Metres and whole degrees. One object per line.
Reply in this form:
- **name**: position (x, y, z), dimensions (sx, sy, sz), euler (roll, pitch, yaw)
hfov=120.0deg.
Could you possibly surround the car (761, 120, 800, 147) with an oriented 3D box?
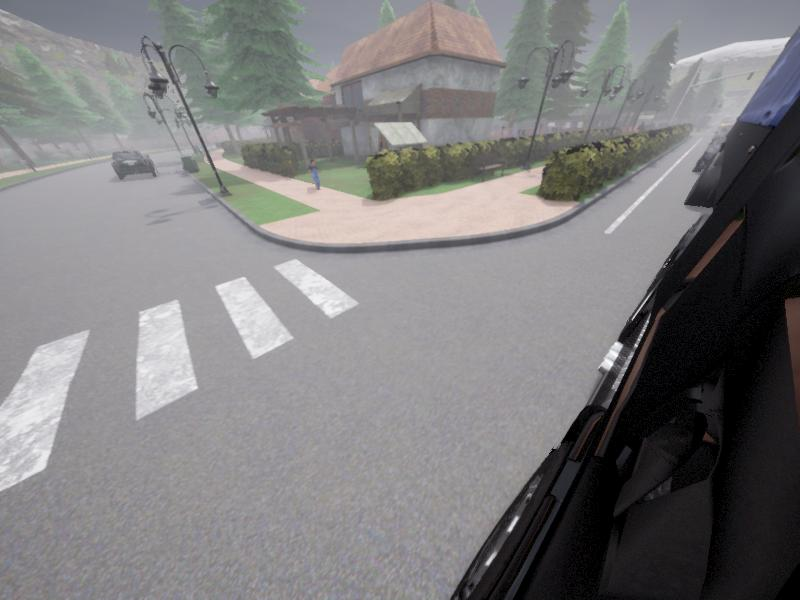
- **car**: position (32.974, -13.969, 19.326), dimensions (4.611, 1.667, 2.242), euler (-29, 44, -32)

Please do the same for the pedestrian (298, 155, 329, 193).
- **pedestrian**: position (-3.774, -5.542, 10.156), dimensions (0.751, 1.300, 0.751), euler (-31, 45, -33)

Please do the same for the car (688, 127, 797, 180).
- **car**: position (15.957, -7.114, 10.998), dimensions (4.856, 1.649, 2.033), euler (-30, 45, -32)

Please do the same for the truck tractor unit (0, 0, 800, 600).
- **truck tractor unit**: position (2.645, -0.295, 0.351), dimensions (6.516, 4.208, 3.053), euler (-28, 44, -30)

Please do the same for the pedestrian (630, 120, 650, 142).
- **pedestrian**: position (26.445, -18.625, 25.492), dimensions (0.751, 1.860, 0.751), euler (19, 41, 26)

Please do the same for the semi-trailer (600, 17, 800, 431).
- **semi-trailer**: position (8.586, -3.653, 4.373), dimensions (14.254, 4.402, 2.717), euler (-29, 44, -31)

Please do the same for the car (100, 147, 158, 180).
- **car**: position (-20.361, -10.523, 17.620), dimensions (2.097, 1.767, 4.553), euler (-28, 44, -31)

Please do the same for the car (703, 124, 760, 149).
- **car**: position (28.102, -13.957, 19.697), dimensions (4.902, 1.511, 2.128), euler (-30, 44, -32)

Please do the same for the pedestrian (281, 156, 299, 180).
- **pedestrian**: position (-6.217, -7.485, 13.059), dimensions (0.500, 1.100, 0.500), euler (-31, 45, -33)
